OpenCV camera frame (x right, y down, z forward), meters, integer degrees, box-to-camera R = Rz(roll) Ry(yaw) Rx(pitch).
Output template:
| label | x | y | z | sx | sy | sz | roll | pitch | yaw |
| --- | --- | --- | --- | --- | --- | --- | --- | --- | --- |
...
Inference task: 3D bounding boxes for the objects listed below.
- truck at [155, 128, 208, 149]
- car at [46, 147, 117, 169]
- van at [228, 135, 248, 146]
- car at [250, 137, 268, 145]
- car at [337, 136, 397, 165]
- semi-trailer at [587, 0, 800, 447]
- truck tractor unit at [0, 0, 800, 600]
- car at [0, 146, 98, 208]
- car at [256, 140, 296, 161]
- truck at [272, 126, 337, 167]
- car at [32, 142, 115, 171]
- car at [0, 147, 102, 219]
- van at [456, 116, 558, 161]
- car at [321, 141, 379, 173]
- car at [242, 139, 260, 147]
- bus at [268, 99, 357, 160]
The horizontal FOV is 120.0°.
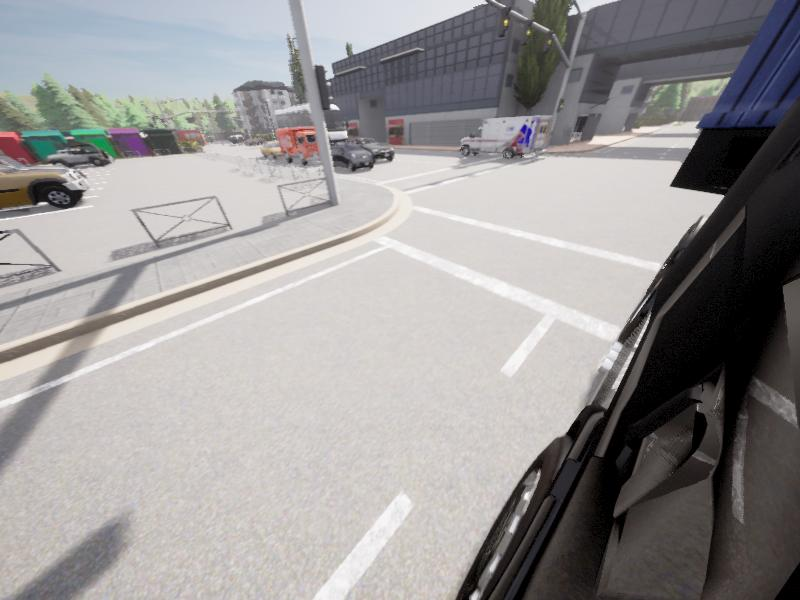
| label | x | y | z | sx | sy | sz | roll | pitch | yaw |
| --- | --- | --- | --- | --- | --- | --- | --- | --- | --- |
| truck | -54.020 | -40.416 | 57.662 | 8.468 | 3.827 | 2.891 | -19 | 40 | -20 |
| car | -31.715 | -14.290 | 23.206 | 3.806 | 1.475 | 1.970 | -31 | 45 | -32 |
| van | -39.293 | -38.749 | 56.057 | 4.480 | 2.038 | 2.069 | 25 | 45 | 32 |
| car | -34.095 | -38.441 | 55.858 | 2.033 | 1.411 | 5.357 | -30 | 45 | -31 |
| car | -2.757 | -12.289 | 18.874 | 2.152 | 1.651 | 5.027 | -31 | 45 | -32 |
| semi-trailer | 10.001 | -1.983 | 1.991 | 14.254 | 4.402 | 2.717 | -8 | 36 | -7 |
| truck tractor unit | 2.645 | -0.295 | 0.351 | 6.516 | 4.208 | 3.053 | -28 | 44 | -30 |
| car | -16.226 | -5.140 | 9.658 | 3.866 | 1.878 | 1.905 | -31 | 45 | -32 |
| car | -12.919 | -15.595 | 23.932 | 1.801 | 1.575 | 5.366 | -30 | 44 | -31 |
| truck | -7.949 | -12.780 | 19.132 | 2.627 | 2.467 | 5.204 | -30 | 45 | -32 |
| car | -29.741 | -13.275 | 21.331 | 3.866 | 1.878 | 1.905 | -31 | 45 | -32 |
| car | -14.276 | -3.917 | 7.903 | 4.605 | 1.855 | 1.932 | -31 | 45 | -32 |
| van | 7.713 | -12.325 | 17.625 | 2.351 | 2.431 | 6.366 | -31 | 45 | -32 |
| car | -3.336 | -9.536 | 15.308 | 1.845 | 1.501 | 3.633 | -30 | 45 | -32 |
| car | -32.230 | -34.071 | 50.003 | 1.895 | 1.301 | 4.718 | -30 | 45 | -31 |
| bus | -9.317 | -17.582 | 24.141 | 3.944 | 4.253 | 10.273 | -30 | 45 | -31 |
